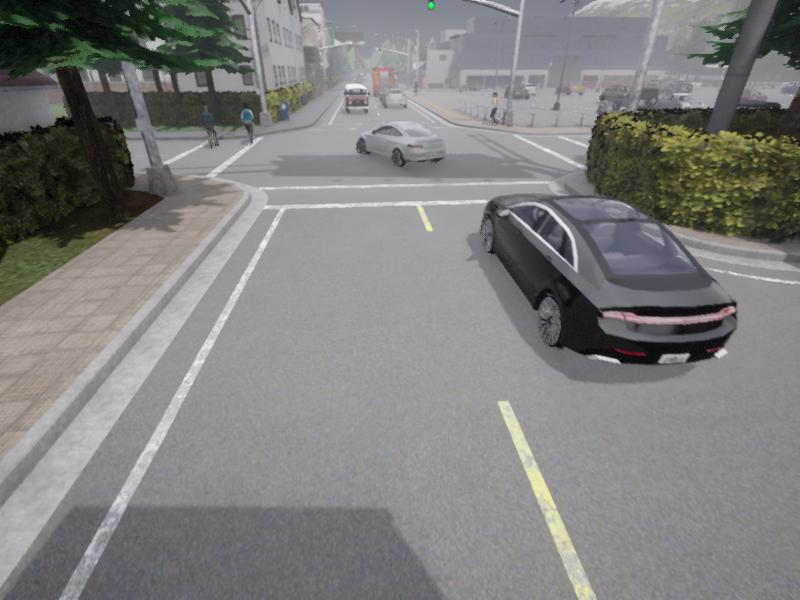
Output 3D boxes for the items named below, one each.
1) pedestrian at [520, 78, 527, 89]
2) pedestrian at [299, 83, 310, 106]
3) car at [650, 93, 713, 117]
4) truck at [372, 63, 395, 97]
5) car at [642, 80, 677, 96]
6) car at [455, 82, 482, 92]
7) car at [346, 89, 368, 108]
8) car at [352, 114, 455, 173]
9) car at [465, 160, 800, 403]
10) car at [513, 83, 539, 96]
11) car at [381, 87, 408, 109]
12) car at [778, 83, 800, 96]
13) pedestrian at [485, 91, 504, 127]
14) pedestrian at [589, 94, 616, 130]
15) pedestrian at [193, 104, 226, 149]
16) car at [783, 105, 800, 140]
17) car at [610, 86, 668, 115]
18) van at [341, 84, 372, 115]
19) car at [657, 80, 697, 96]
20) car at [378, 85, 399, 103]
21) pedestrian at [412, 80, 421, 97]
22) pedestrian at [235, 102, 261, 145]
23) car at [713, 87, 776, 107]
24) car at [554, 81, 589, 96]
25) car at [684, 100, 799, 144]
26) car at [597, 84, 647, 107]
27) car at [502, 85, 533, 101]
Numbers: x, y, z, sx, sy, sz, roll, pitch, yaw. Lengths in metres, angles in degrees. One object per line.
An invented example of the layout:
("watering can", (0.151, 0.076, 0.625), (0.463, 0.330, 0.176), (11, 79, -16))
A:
("pedestrian", (22.998, -40.242, 74.336), (0.751, 1.860, 0.751), (-1, 30, -2))
("pedestrian", (-8.948, -19.259, 37.494), (0.751, 1.860, 0.751), (-3, 30, -6))
("car", (22.557, -15.789, 32.255), (1.970, 1.475, 3.806), (-3, 30, -5))
("truck", (-2.234, -30.557, 55.513), (2.891, 3.827, 8.468), (-1, 30, -2))
("car", (36.057, -29.583, 55.688), (1.905, 1.878, 3.866), (-3, 30, -5))
("car", (11.849, -36.965, 69.375), (4.193, 1.474, 1.816), (-3, 30, -4))
("car", (-4.247, -19.958, 39.532), (1.994, 1.385, 4.181), (-3, 30, -5))
("car", (-0.024, -6.476, 16.263), (1.812, 1.442, 4.674), (-18, 35, -28))
("car", (2.682, -0.827, 6.177), (2.128, 1.511, 4.902), (-2, 31, -5))
("car", (16.953, -28.425, 53.985), (1.970, 1.475, 3.806), (-3, 30, -5))
("car", (-0.565, -19.331, 38.187), (2.152, 1.651, 5.027), (-3, 30, -5))
("car", (57.435, -30.427, 57.752), (1.845, 1.501, 3.633), (-3, 30, -5))
("pedestrian", (5.578, -11.297, 23.633), (0.751, 1.860, 0.751), (14, 33, 23))
("pedestrian", (12.054, -11.228, 23.877), (0.751, 1.860, 0.751), (-3, 30, -6))
("pedestrian", (-8.931, -8.143, 18.807), (0.751, 1.860, 0.751), (1, 30, 2))
("car", (24.033, -9.445, 21.363), (4.856, 1.649, 2.033), (-2, 30, -4))
("car", (19.191, -16.189, 32.381), (1.905, 1.878, 3.866), (-3, 30, -5))
("van", (-3.646, -16.649, 33.099), (2.069, 2.038, 4.480), (-5, 30, -8))
("car", (38.914, -29.900, 56.281), (1.932, 1.855, 4.605), (-3, 30, -5))
("car", (-1.312, -23.409, 45.369), (2.038, 1.542, 4.974), (-2, 30, -4))
("pedestrian", (2.051, -26.118, 49.404), (0.751, 1.860, 0.751), (-22, 37, -34))
("pedestrian", (-7.363, -8.591, 19.457), (0.751, 1.860, 0.751), (-3, 30, -6))
("car", (34.225, -20.256, 39.901), (2.007, 1.523, 4.514), (-3, 30, -5))
("car", (23.315, -28.942, 54.727), (2.152, 1.636, 5.027), (-3, 30, -5))
("car", (17.603, -9.289, 20.827), (3.866, 1.878, 1.905), (-2, 30, -4))
("car", (21.755, -20.223, 39.443), (1.932, 1.855, 4.605), (-3, 30, -5))
("car", (13.940, -24.705, 47.645), (2.007, 1.523, 4.514), (-3, 30, -5))
